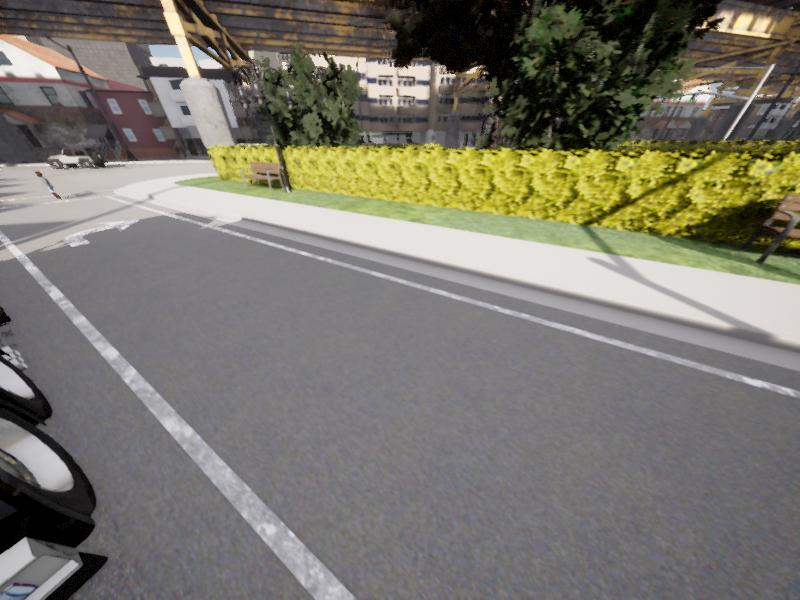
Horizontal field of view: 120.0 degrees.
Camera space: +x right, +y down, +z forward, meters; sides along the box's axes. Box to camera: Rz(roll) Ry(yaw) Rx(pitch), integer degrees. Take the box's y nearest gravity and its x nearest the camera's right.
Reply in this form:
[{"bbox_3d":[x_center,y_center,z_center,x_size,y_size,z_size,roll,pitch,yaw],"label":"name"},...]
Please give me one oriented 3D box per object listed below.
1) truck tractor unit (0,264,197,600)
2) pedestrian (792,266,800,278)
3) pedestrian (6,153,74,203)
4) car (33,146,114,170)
[{"bbox_3d":[-5.115,-0.295,0.788,6.516,4.208,3.053,18,39,24],"label":"truck tractor unit"},{"bbox_3d":[7.526,-0.969,3.403,0.751,1.860,0.751,18,39,24],"label":"pedestrian"},{"bbox_3d":[-15.839,-5.402,10.246,0.751,1.860,0.751,28,44,34],"label":"pedestrian"},{"bbox_3d":[-32.184,-14.130,22.952,3.866,1.878,1.905,-9,36,-12],"label":"car"}]
